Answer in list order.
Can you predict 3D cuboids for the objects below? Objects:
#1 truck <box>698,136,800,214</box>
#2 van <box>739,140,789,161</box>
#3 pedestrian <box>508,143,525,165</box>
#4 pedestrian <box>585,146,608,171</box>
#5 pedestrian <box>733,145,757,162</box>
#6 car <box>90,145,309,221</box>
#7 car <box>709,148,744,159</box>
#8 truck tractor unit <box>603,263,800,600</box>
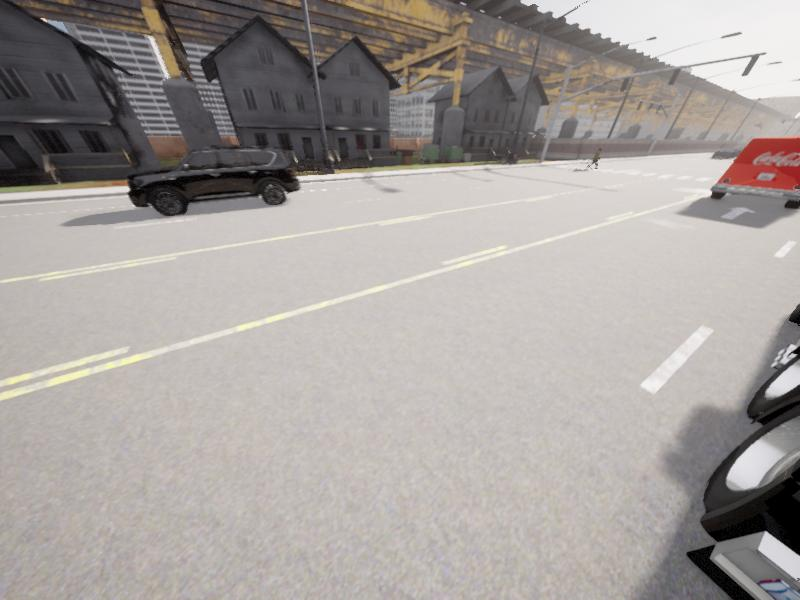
[{"bbox_3d":[16.840,-5.709,10.196,5.204,2.467,2.627,-17,39,-24],"label":"truck"},{"bbox_3d":[53.886,-22.162,34.205,6.366,2.431,2.351,-18,39,-24],"label":"van"},{"bbox_3d":[11.753,-14.735,23.351,0.751,1.860,0.751,-12,37,-17],"label":"pedestrian"},{"bbox_3d":[17.570,-12.647,20.668,0.751,1.860,0.751,-25,42,-31],"label":"pedestrian"},{"bbox_3d":[45.465,-19.318,30.498,0.751,1.860,0.751,-8,36,-12],"label":"pedestrian"},{"bbox_3d":[-6.903,-4.779,9.024,5.566,2.045,2.150,-18,39,-25],"label":"car"},{"bbox_3d":[52.562,-23.613,37.185,5.357,1.411,2.033,-18,39,-24],"label":"car"},{"bbox_3d":[5.105,-0.307,0.786,6.516,4.208,3.053,-18,39,-24],"label":"truck tractor unit"}]
